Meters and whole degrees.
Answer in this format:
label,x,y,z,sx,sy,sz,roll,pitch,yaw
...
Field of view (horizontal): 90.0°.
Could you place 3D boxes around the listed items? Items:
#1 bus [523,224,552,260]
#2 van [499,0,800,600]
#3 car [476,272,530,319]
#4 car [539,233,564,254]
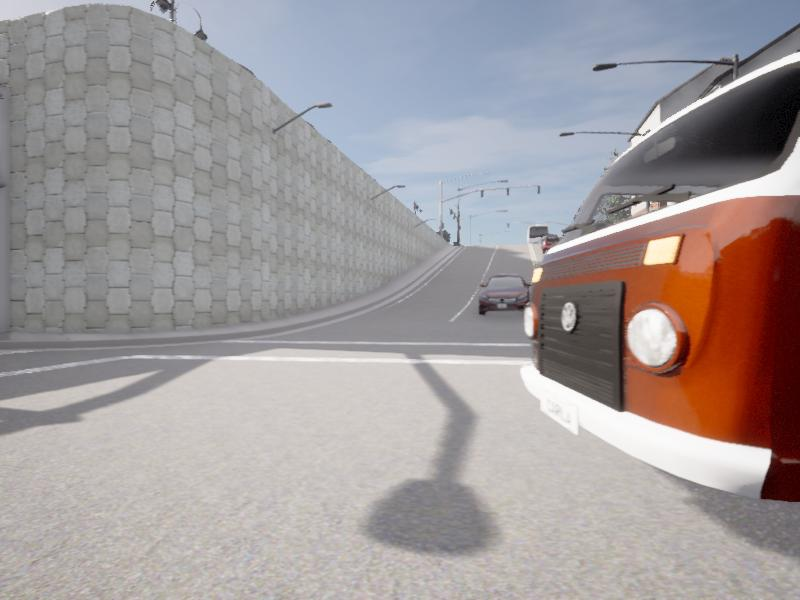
label,x,y,z,sx,sy,sz,roll,pitch,yaw
bus,21.885,-9.070,64.324,3.944,4.253,10.273,0,0,16
van,3.021,-0.014,2.051,4.480,2.038,2.069,0,-1,-1
car,4.315,-0.313,16.254,1.812,1.442,4.674,0,7,18
car,14.401,-5.433,38.166,1.851,1.617,3.988,1,13,16
